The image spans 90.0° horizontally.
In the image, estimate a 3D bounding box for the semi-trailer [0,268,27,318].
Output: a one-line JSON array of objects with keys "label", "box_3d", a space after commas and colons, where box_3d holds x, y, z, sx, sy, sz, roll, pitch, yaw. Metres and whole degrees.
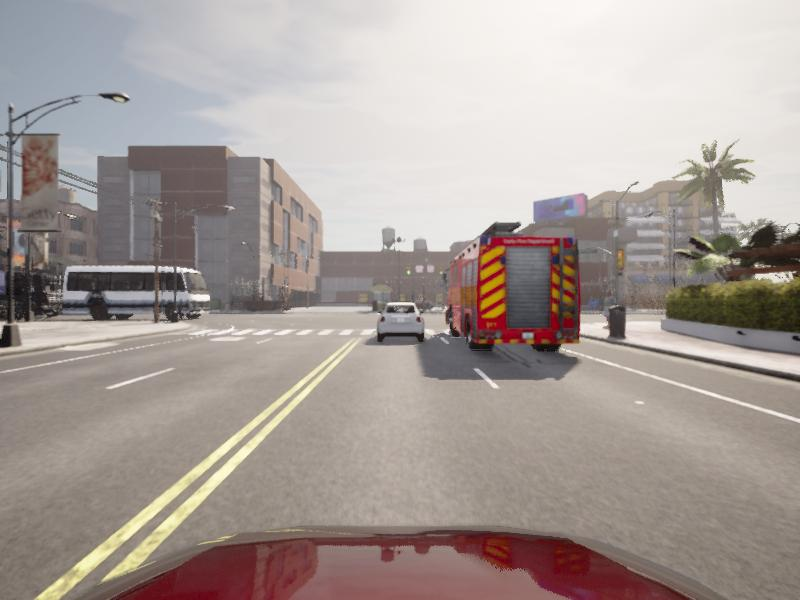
[{"label": "semi-trailer", "box_3d": [-41.876, -0.623, 35.911, 14.254, 4.402, 2.717, 0, 0, 1]}]

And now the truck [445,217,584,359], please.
[{"label": "truck", "box_3d": [3.566, -0.323, 14.993, 2.891, 3.827, 8.468, 0, 0, 1]}]

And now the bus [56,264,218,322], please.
[{"label": "bus", "box_3d": [-20.414, -0.539, 31.662, 10.273, 4.253, 3.944, 0, 0, 1]}]

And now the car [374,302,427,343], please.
[{"label": "car", "box_3d": [0.042, 0.852, 16.813, 1.970, 1.475, 3.806, 0, 0, 0]}]

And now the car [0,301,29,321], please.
[{"label": "car", "box_3d": [-32.702, 0.848, 31.631, 4.792, 1.488, 2.163, 0, 0, 0]}]

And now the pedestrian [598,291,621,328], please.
[{"label": "pedestrian", "box_3d": [10.932, 0.483, 20.930, 0.751, 1.860, 0.751, 0, 0, -18]}]

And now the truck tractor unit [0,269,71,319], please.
[{"label": "truck tractor unit", "box_3d": [-33.964, -0.521, 35.843, 6.516, 4.208, 3.053, 0, 0, 0]}]

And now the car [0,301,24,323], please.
[{"label": "car", "box_3d": [-30.454, 0.820, 28.711, 5.008, 1.535, 2.097, 0, 0, 0]}]

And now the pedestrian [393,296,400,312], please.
[{"label": "pedestrian", "box_3d": [-0.420, 0.480, 47.847, 0.751, 1.860, 0.751, 0, 0, -2]}]
